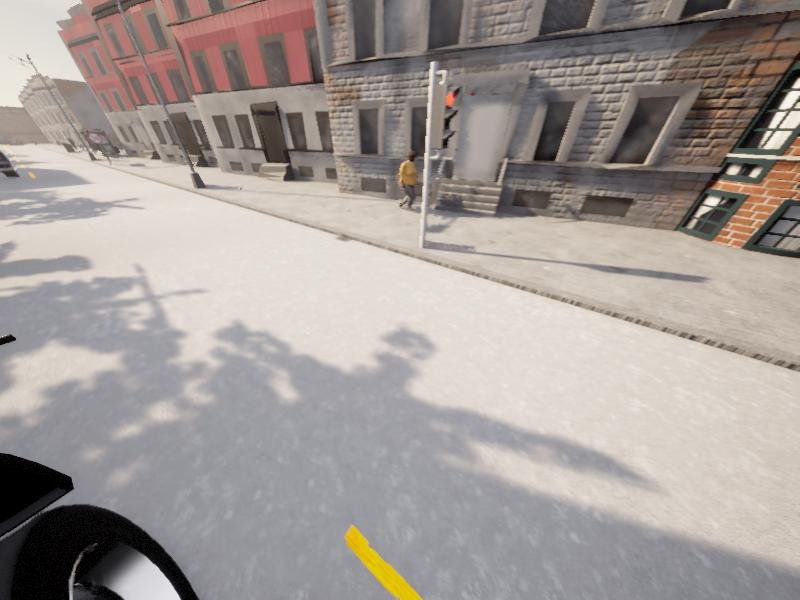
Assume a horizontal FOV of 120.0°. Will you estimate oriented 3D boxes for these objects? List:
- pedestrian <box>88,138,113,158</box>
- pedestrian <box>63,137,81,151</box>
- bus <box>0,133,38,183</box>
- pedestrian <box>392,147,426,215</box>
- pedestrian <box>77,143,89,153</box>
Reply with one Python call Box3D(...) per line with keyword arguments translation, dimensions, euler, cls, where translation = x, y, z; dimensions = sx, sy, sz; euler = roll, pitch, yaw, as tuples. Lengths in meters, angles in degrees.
Box3D(translation=(-32.852, -16.678, 25.339), dimensions=(0.751, 1.860, 0.751), euler=(17, 39, 23), cls="pedestrian")
Box3D(translation=(-51.776, -24.695, 36.497), dimensions=(0.751, 1.860, 0.751), euler=(20, 40, 25), cls="pedestrian")
Box3D(translation=(-27.415, -9.878, 13.916), dimensions=(10.273, 4.253, 3.944), euler=(22, 41, 28), cls="bus")
Box3D(translation=(0.266, -3.877, 7.559), dimensions=(0.751, 1.860, 0.751), euler=(24, 41, 29), cls="pedestrian")
Box3D(translation=(-45.811, -21.980, 33.372), dimensions=(0.500, 1.100, 0.500), euler=(23, 41, 28), cls="pedestrian")
